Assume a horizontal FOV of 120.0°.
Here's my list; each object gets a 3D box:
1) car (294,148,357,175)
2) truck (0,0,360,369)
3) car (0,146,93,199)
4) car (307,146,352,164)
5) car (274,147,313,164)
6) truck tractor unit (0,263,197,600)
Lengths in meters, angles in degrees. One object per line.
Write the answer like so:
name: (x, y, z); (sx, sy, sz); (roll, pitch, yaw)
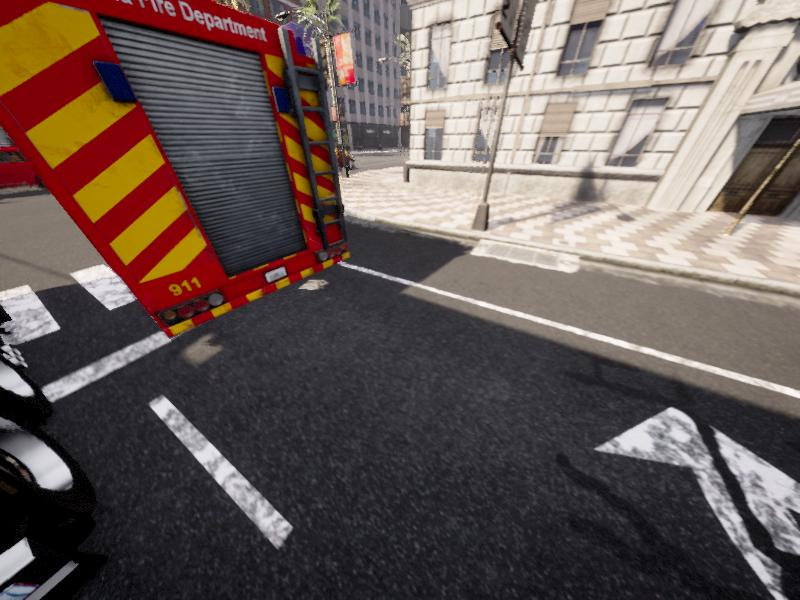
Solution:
car: (-6.239, -12.164, 20.103); (2.152, 1.651, 5.027); (17, 39, 24)
truck: (-5.054, -2.862, 4.805); (8.468, 3.827, 2.891); (24, 42, 31)
car: (-20.292, -6.264, 11.377); (2.150, 2.045, 5.566); (16, 38, 23)
car: (-8.484, -17.828, 28.295); (1.801, 1.575, 5.366); (18, 39, 25)
car: (-12.788, -17.597, 28.022); (1.789, 1.549, 3.705); (18, 39, 25)
truck tractor unit: (-5.110, -0.302, 0.781); (6.516, 4.208, 3.053); (18, 39, 24)
